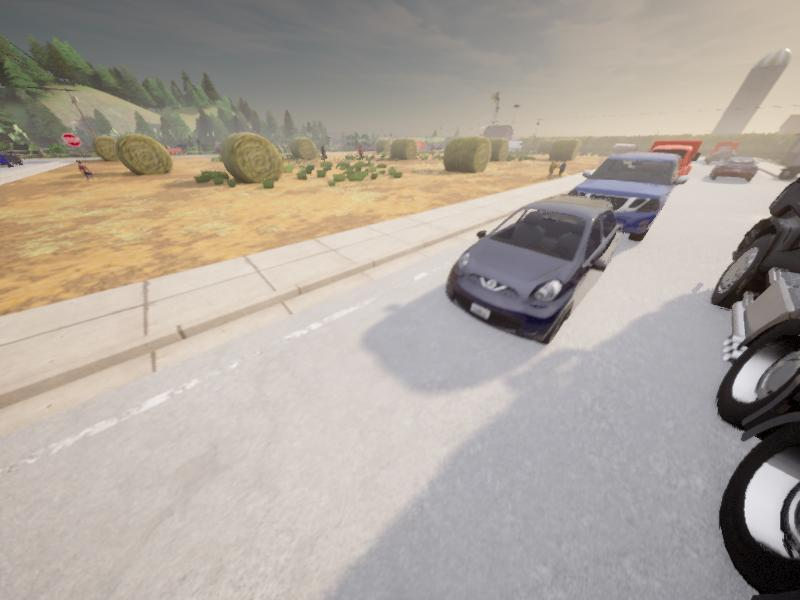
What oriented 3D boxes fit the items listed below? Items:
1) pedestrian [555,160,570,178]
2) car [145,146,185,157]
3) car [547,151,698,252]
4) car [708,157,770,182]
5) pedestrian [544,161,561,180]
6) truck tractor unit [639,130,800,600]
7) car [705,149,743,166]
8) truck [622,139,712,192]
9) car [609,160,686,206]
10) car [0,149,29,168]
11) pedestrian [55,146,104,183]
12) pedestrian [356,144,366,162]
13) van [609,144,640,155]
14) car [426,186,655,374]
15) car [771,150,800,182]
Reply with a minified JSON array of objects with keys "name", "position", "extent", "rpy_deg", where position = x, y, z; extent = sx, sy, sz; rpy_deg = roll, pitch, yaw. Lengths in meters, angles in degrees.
[{"name":"pedestrian","position":[11.828,-9.571,16.825],"extent":[0.500,1.100,0.500],"rpy_deg":[17,38,23]},{"name":"car","position":[-40.112,-25.531,39.650],"extent":[4.514,1.525,2.007],"rpy_deg":[-24,41,-31]},{"name":"car","position":[7.404,-3.597,7.570],"extent":[5.566,2.045,2.150],"rpy_deg":[-27,43,-34]},{"name":"car","position":[25.217,-9.899,17.382],"extent":[4.181,1.385,1.994],"rpy_deg":[-27,42,-35]},{"name":"pedestrian","position":[10.282,-8.738,15.601],"extent":[0.500,1.100,0.500],"rpy_deg":[-22,40,-28]},{"name":"truck tractor unit","position":[4.864,-0.492,1.063],"extent":[6.516,4.208,3.053],"rpy_deg":[-27,43,-34]},{"name":"car","position":[41.849,-18.562,29.972],"extent":[5.027,1.651,2.152],"rpy_deg":[-27,43,-34]},{"name":"truck","position":[17.072,-8.782,14.810],"extent":[5.204,2.467,2.627],"rpy_deg":[-27,43,-34]},{"name":"car","position":[12.279,-5.923,11.426],"extent":[3.705,1.549,1.789],"rpy_deg":[-27,43,-34]},{"name":"car","position":[-41.054,-14.489,23.621],"extent":[2.007,1.525,4.514],"rpy_deg":[-26,43,-33]},{"name":"pedestrian","position":[-18.996,-8.056,13.756],"extent":[0.751,1.860,0.751],"rpy_deg":[-18,38,-24]},{"name":"pedestrian","position":[-4.830,-18.195,28.598],"extent":[0.751,1.860,0.751],"rpy_deg":[10,36,14]},{"name":"van","position":[52.005,-34.995,53.654],"extent":[2.069,2.038,4.480],"rpy_deg":[-27,43,-33]},{"name":"car","position":[2.407,-0.810,3.927],"extent":[3.633,1.501,1.845],"rpy_deg":[-27,43,-34]},{"name":"car","position":[29.200,-9.055,15.523],"extent":[1.905,1.878,3.866],"rpy_deg":[-2,32,7]}]
